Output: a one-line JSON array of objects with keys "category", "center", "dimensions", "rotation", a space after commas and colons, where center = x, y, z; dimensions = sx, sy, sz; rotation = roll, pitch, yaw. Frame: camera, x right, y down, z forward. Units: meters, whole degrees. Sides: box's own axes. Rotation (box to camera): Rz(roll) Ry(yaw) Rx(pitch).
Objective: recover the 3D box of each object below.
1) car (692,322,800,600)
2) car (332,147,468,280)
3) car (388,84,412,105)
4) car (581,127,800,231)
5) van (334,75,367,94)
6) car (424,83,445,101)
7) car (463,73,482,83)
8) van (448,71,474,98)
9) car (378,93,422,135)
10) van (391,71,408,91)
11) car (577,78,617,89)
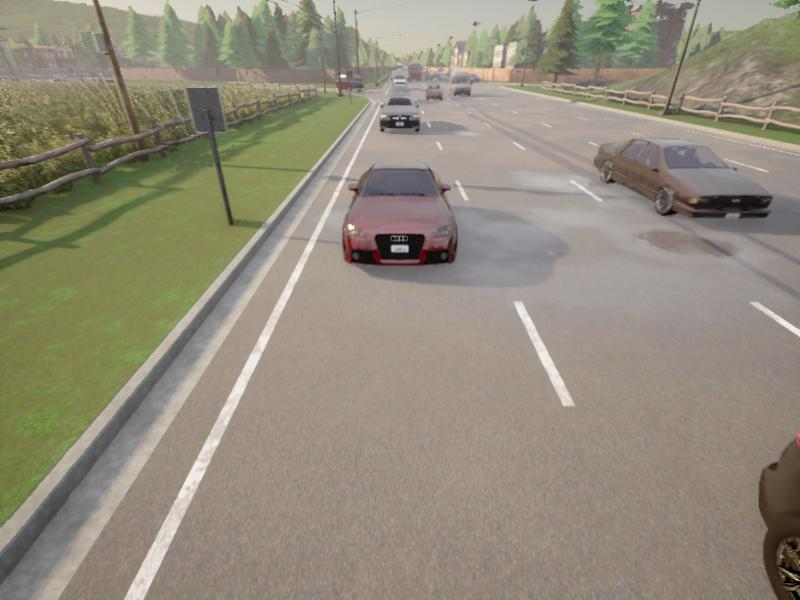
[{"category": "car", "center": [3.524, 2.022, 0.891], "dimensions": [2.242, 1.667, 4.611], "rotation": [0, 30, 0]}, {"category": "car", "center": [-0.002, -1.986, 8.049], "dimensions": [1.994, 1.385, 4.181], "rotation": [0, 30, 0]}, {"category": "car", "center": [-0.017, -19.420, 37.775], "dimensions": [2.163, 1.488, 4.792], "rotation": [0, 30, 0]}, {"category": "car", "center": [6.996, -3.441, 10.516], "dimensions": [2.033, 1.411, 5.357], "rotation": [0, 30, 0]}, {"category": "van", "center": [-6.500, -28.116, 52.107], "dimensions": [2.069, 2.038, 4.480], "rotation": [-22, 36, -33]}, {"category": "car", "center": [3.482, -21.285, 40.920], "dimensions": [1.845, 1.501, 3.633], "rotation": [0, 30, 0]}, {"category": "car", "center": [15.089, -46.447, 83.725], "dimensions": [2.097, 1.767, 4.553], "rotation": [-8, 31, -13]}, {"category": "van", "center": [6.975, -25.041, 46.348], "dimensions": [1.988, 2.561, 5.915], "rotation": [0, 30, 0]}, {"category": "car", "center": [-0.009, -10.368, 22.145], "dimensions": [2.152, 1.651, 5.027], "rotation": [0, 30, 0]}, {"category": "van", "center": [-0.029, -32.235, 58.768], "dimensions": [2.351, 2.431, 6.366], "rotation": [0, 30, 0]}, {"category": "car", "center": [31.210, -34.399, 63.485], "dimensions": [5.357, 1.411, 2.033], "rotation": [18, 35, 28]}]
